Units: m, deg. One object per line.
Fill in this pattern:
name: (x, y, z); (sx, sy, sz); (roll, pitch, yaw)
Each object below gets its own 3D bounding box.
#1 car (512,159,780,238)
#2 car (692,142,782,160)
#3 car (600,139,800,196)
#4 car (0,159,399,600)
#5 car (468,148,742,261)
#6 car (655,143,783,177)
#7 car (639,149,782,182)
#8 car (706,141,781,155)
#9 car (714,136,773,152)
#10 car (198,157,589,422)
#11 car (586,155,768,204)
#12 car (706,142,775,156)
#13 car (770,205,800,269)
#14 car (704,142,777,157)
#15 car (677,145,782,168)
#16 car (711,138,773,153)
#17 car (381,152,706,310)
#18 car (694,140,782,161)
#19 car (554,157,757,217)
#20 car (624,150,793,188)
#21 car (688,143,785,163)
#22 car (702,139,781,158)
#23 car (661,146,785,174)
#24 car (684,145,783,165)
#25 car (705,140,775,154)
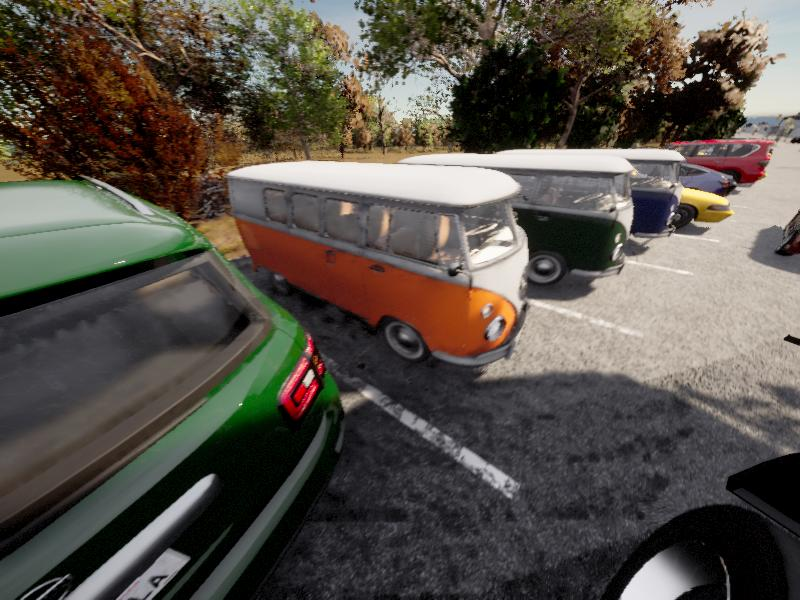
car: (6.934, -3.588, 7.585); (5.366, 1.575, 1.946); (21, 40, 29)
car: (37.796, -16.936, 26.210); (5.366, 1.575, 1.946); (19, 40, 27)
car: (14.061, -6.847, 11.707); (5.566, 2.045, 2.435); (21, 41, 29)
car: (-3.000, 0.126, 1.995); (5.566, 2.045, 2.435); (21, 41, 29)
car: (4.437, -2.799, 6.107); (4.442, 1.987, 1.878); (21, 40, 29)
car: (21.375, -9.735, 15.945); (4.553, 1.767, 2.185); (21, 40, 28)
car: (18.942, -8.631, 14.624); (4.892, 1.521, 2.231); (21, 40, 28)
car: (47.363, -21.143, 32.072); (5.366, 1.575, 1.946); (18, 39, 26)
car: (54.120, -24.658, 36.605); (4.442, 1.987, 1.878); (17, 38, 25)
car: (-0.439, -0.805, 3.329); (4.442, 1.987, 1.878); (21, 40, 29)
car: (11.681, -5.605, 10.456); (4.792, 1.488, 2.163); (21, 40, 29)
car: (44.908, -20.066, 30.649); (4.674, 1.452, 2.002); (18, 39, 26)
car: (10.248, -1.599, 4.883); (4.181, 1.385, 1.994); (-22, 41, -28)
car: (42.603, -18.984, 29.138); (4.674, 1.452, 2.002); (19, 39, 26)
car: (28.502, -12.683, 20.324); (4.792, 1.488, 2.163); (20, 40, 27)
car: (51.787, -23.483, 35.138); (4.553, 1.767, 2.185); (18, 39, 25)
car: (1.998, -1.802, 4.718); (4.442, 1.987, 1.878); (21, 40, 29)
car: (35.590, -15.938, 24.601); (4.553, 1.767, 2.185); (19, 39, 27)
car: (9.191, -4.623, 9.091); (4.792, 1.488, 2.163); (21, 41, 29)
car: (16.672, -7.579, 13.144); (5.366, 1.575, 1.946); (21, 40, 28)
car: (33.269, -14.771, 23.185); (5.008, 1.535, 2.097); (20, 40, 27)
car: (40.307, -18.039, 27.532); (4.553, 1.767, 2.185); (19, 39, 26)
car: (23.760, -10.650, 17.437); (5.008, 1.535, 2.097); (21, 40, 28)
car: (30.934, -13.701, 21.742); (4.792, 1.488, 2.163); (20, 39, 27)
car: (49.326, -22.340, 33.759); (5.366, 1.575, 1.946); (18, 39, 25)
